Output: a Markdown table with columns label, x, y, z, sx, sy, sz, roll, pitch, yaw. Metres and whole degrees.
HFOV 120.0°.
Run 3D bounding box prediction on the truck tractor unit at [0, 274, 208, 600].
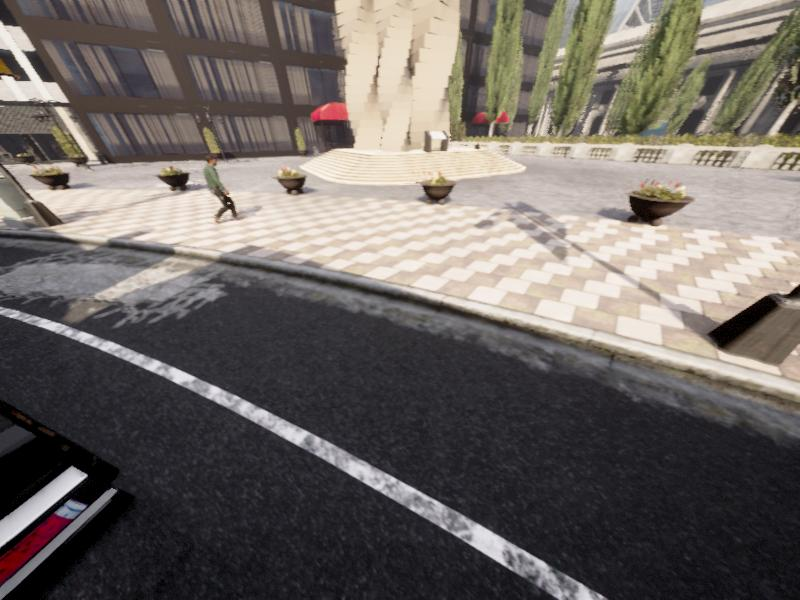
| label | x | y | z | sx | sy | sz | roll | pitch | yaw |
| --- | --- | --- | --- | --- | --- | --- | --- | --- | --- |
| truck tractor unit | -5.276 | -0.088 | 0.496 | 6.516 | 4.208 | 3.053 | 11 | 37 | 15 |

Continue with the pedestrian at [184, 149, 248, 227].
| label | x | y | z | sx | sy | sz | roll | pitch | yaw |
| --- | --- | --- | --- | --- | --- | --- | --- | --- | --- |
| pedestrian | -5.212 | -3.203 | 6.638 | 0.751 | 1.860 | 0.751 | -25 | 42 | -30 |
